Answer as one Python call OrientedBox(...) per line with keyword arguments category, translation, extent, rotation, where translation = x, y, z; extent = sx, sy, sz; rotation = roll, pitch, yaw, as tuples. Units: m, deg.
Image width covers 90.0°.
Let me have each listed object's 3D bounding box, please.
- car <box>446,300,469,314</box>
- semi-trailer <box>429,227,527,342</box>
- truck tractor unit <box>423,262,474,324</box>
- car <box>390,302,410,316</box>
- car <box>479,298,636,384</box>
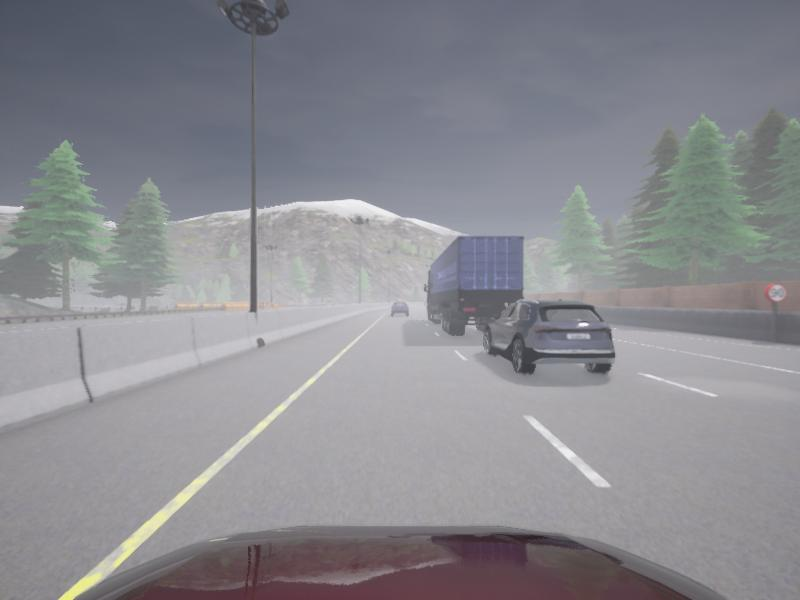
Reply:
OrientedBox(category="car", translation=(7.025, 0.834, 49.057), extent=(2.152, 1.651, 5.027), rotation=(0, 0, 1))
OrientedBox(category="semi-trailer", translation=(3.499, -0.594, 22.464), extent=(2.717, 4.402, 14.254), rotation=(0, 0, 0))
OrientedBox(category="truck tractor unit", translation=(3.489, -0.485, 30.381), extent=(3.053, 4.208, 6.516), rotation=(0, 0, 0))
OrientedBox(category="car", translation=(-0.002, 0.943, 43.838), extent=(2.033, 1.411, 5.357), rotation=(0, 0, 0))
OrientedBox(category="car", translation=(3.486, 0.789, 10.086), extent=(2.033, 1.649, 4.856), rotation=(0, 0, 0))
